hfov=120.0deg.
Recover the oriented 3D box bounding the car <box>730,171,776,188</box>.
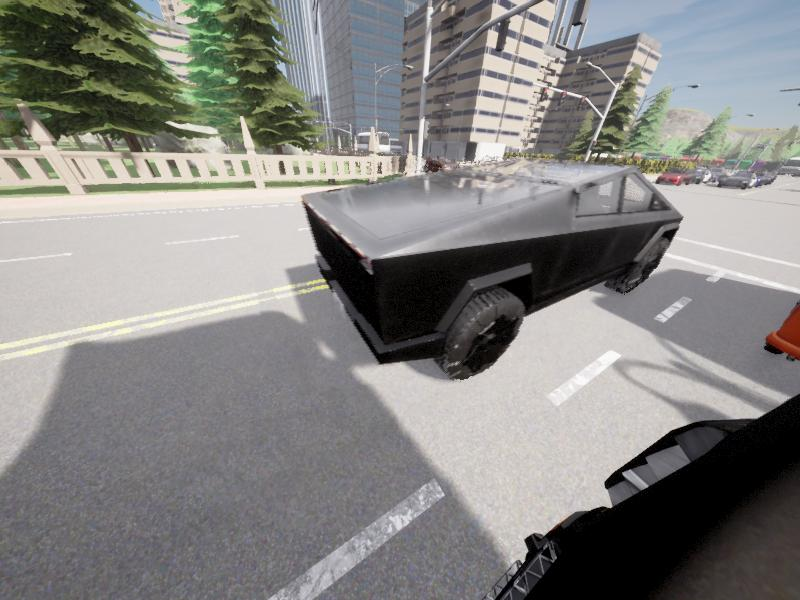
[{"bbox_3d":[41.715,-14.329,27.294,4.514,1.525,2.007,-16,38,-26],"label":"car"}]

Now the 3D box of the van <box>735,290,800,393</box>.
[{"bbox_3d":[6.832,-0.054,2.746,4.442,1.987,1.775,-14,37,-24],"label":"van"}]

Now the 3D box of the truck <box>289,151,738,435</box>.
[{"bbox_3d":[2.007,-1.019,3.729,6.274,2.098,2.390,-16,38,-26],"label":"truck"}]

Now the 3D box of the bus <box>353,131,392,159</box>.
[{"bbox_3d":[-5.875,-31.675,47.313,3.944,4.253,10.273,-16,38,-26],"label":"bus"}]

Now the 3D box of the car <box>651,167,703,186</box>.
[{"bbox_3d":[29.418,-13.105,24.516,4.514,1.525,2.007,-15,37,-25],"label":"car"}]

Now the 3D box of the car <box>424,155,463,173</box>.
[{"bbox_3d":[4.914,-15.957,27.020,1.812,1.442,4.674,-16,38,-26],"label":"car"}]

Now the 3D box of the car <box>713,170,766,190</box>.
[{"bbox_3d":[35.672,-12.611,24.244,4.974,1.542,2.038,-16,38,-26],"label":"car"}]

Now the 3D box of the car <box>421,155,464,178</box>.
[{"bbox_3d":[3.993,-12.998,22.350,1.851,1.617,3.988,-14,37,-24],"label":"car"}]

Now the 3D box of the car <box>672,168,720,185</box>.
[{"bbox_3d":[34.845,-14.612,27.193,4.974,1.542,2.038,-16,38,-26],"label":"car"}]

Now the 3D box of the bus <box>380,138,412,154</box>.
[{"bbox_3d":[-1.480,-53.506,80.389,10.273,4.253,3.944,-16,38,-26],"label":"bus"}]

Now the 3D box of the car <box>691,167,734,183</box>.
[{"bbox_3d":[40.867,-16.366,30.202,4.856,1.649,2.033,-16,38,-26],"label":"car"}]

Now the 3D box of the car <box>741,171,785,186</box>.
[{"bbox_3d":[47.227,-15.893,30.080,4.902,1.511,2.128,-16,38,-26],"label":"car"}]

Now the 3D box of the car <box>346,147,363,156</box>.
[{"bbox_3d":[-10.939,-35.658,55.399,2.128,1.511,4.902,-16,38,-26],"label":"car"}]
